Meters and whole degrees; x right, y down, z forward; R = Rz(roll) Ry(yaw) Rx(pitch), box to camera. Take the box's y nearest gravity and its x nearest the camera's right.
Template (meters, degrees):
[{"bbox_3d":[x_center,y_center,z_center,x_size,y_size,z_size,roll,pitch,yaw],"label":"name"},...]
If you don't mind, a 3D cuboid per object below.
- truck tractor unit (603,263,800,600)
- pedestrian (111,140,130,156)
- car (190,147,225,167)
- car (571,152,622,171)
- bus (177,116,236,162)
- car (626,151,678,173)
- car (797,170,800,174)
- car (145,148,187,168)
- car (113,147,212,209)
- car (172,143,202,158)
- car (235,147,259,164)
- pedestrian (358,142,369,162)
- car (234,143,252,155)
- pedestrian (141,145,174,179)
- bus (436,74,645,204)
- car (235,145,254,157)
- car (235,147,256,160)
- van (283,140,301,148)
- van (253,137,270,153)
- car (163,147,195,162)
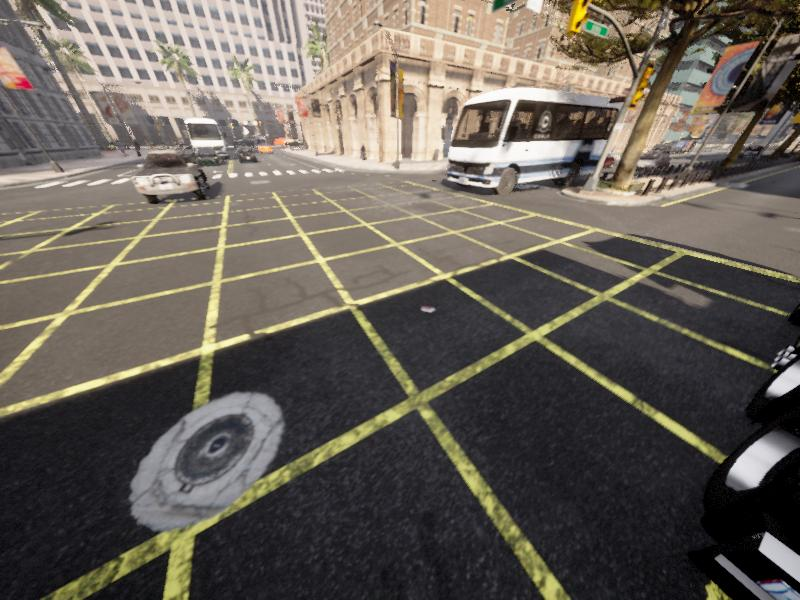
[{"bbox_3d":[5.107,-0.304,0.792,6.516,4.208,3.053,-18,39,-24],"label":"truck tractor unit"},{"bbox_3d":[-39.202,-21.372,32.450,0.751,1.860,0.751,-6,35,-10],"label":"pedestrian"},{"bbox_3d":[-19.805,-14.921,23.950,2.038,1.542,4.974,-18,39,-25],"label":"car"},{"bbox_3d":[19.132,-13.584,22.535,4.181,1.385,1.994,-18,39,-24],"label":"car"},{"bbox_3d":[-24.833,-21.128,30.450,3.944,4.253,10.273,-18,39,-24],"label":"bus"},{"bbox_3d":[22.921,-12.599,21.015,3.633,1.501,1.845,-18,39,-25],"label":"car"},{"bbox_3d":[37.885,-12.158,20.422,5.238,1.638,1.930,-19,39,-25],"label":"car"},{"bbox_3d":[-23.363,-14.422,23.276,1.812,1.442,4.674,-18,39,-25],"label":"car"},{"bbox_3d":[-10.297,-5.761,10.551,1.932,1.855,4.605,-18,40,-25],"label":"car"},{"bbox_3d":[-30.313,-21.403,33.054,2.242,1.667,4.611,-18,39,-24],"label":"car"},{"bbox_3d":[-17.487,-16.570,26.393,1.816,1.474,4.193,-18,39,-25],"label":"car"},{"bbox_3d":[-4.148,-16.881,26.320,0.751,1.860,0.751,-18,39,-25],"label":"pedestrian"},{"bbox_3d":[-27.915,-26.983,41.145,2.152,1.651,5.027,-18,39,-24],"label":"car"},{"bbox_3d":[-16.175,-9.229,15.466,0.751,1.860,0.751,-19,39,-25],"label":"pedestrian"},{"bbox_3d":[7.479,-8.589,12.704,10.273,4.253,3.944,-19,39,-24],"label":"bus"},{"bbox_3d":[-24.300,-23.313,36.101,2.033,1.411,5.357,-18,39,-24],"label":"car"},{"bbox_3d":[-20.748,-19.723,31.055,1.895,1.301,4.718,-18,39,-24],"label":"car"},{"bbox_3d":[-33.364,-48.138,71.165,4.480,2.038,2.069,-18,39,-24],"label":"van"},{"bbox_3d":[-28.339,-31.816,47.291,1.988,2.561,5.915,-18,39,-24],"label":"van"},{"bbox_3d":[-26.820,-17.750,28.160,1.895,1.301,4.718,-18,39,-25],"label":"car"}]
